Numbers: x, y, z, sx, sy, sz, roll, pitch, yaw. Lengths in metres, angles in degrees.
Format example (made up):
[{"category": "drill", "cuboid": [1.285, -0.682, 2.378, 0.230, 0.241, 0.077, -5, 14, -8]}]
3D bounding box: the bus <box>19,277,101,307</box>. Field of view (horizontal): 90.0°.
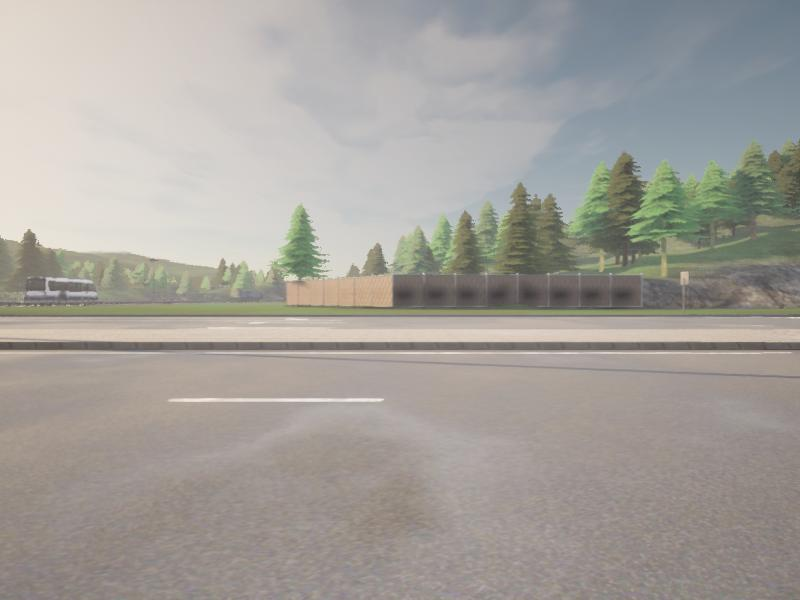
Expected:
[{"category": "bus", "cuboid": [-51.656, -1.158, 61.471, 3.944, 4.253, 10.273, 0, 0, -1]}]
